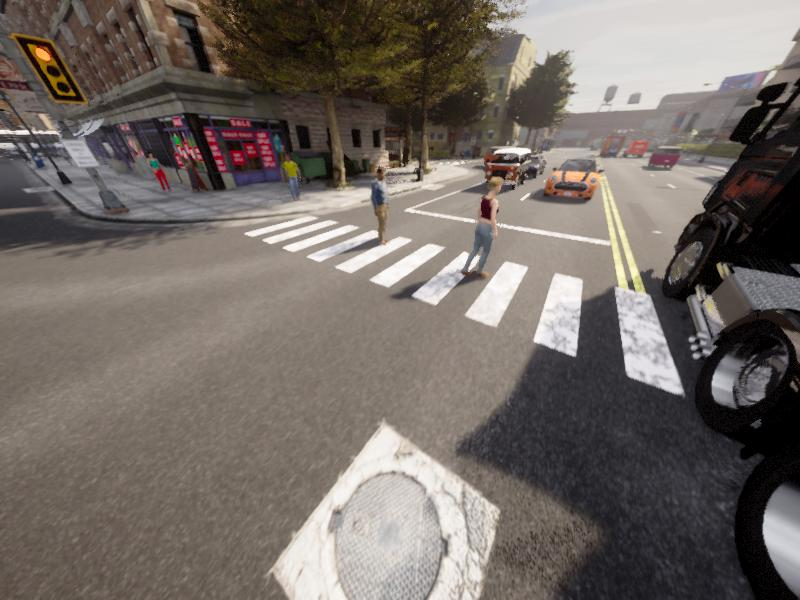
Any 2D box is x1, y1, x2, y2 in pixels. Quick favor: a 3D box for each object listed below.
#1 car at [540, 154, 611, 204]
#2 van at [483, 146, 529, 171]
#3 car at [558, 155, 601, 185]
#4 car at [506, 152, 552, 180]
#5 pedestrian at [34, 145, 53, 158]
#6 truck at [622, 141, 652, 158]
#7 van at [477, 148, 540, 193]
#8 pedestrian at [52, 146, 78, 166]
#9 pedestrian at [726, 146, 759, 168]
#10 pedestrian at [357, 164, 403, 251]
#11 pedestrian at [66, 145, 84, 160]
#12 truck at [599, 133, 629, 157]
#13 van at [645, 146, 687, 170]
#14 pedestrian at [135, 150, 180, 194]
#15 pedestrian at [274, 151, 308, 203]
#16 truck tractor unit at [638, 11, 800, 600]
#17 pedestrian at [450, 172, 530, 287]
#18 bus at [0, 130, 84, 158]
[{"bbox_3d":[9.133,-6.486,12.039,2.097,1.767,4.553,21,40,28],"label":"car"},{"bbox_3d":[10.942,-14.987,24.345,1.775,1.987,4.442,-10,35,-14],"label":"van"},{"bbox_3d":[13.157,-9.628,16.913,1.837,1.490,4.892,21,40,28],"label":"car"},{"bbox_3d":[10.680,-11.123,18.997,2.152,1.651,5.027,21,40,28],"label":"car"},{"bbox_3d":[-61.114,-25.450,39.588,0.751,1.860,0.751,10,35,14],"label":"pedestrian"},{"bbox_3d":[43.418,-27.677,42.512,2.627,2.467,5.204,21,40,28],"label":"truck"},{"bbox_3d":[6.715,-8.081,14.164,2.069,2.038,4.480,21,40,28],"label":"van"},{"bbox_3d":[-36.847,-15.831,25.439,0.751,1.860,0.751,20,39,27],"label":"pedestrian"},{"bbox_3d":[34.287,-14.338,23.165,0.751,1.860,0.751,6,35,9],"label":"pedestrian"},{"bbox_3d":[-0.448,-2.334,5.851,0.751,1.860,0.751,22,40,29],"label":"pedestrian"},{"bbox_3d":[-49.571,-22.496,35.239,0.751,1.860,0.751,23,41,30],"label":"pedestrian"},{"bbox_3d":[43.363,-31.644,47.131,2.891,3.827,8.468,21,40,28],"label":"truck"},{"bbox_3d":[28.696,-15.531,25.124,1.775,1.987,4.442,21,40,28],"label":"van"},{"bbox_3d":[-12.071,-6.397,11.559,0.751,1.860,0.751,23,41,30],"label":"pedestrian"},{"bbox_3d":[-4.579,-5.228,9.835,0.751,1.860,0.751,-6,35,-8],"label":"pedestrian"},{"bbox_3d":[4.647,-0.604,1.239,3.053,4.208,6.516,25,41,31],"label":"truck tractor unit"},{"bbox_3d":[1.552,-1.282,4.305,0.751,1.860,0.751,-8,35,-12],"label":"pedestrian"},{"bbox_3d":[-71.444,-30.297,44.899,10.273,4.253,3.944,-19,39,-26],"label":"bus"}]
